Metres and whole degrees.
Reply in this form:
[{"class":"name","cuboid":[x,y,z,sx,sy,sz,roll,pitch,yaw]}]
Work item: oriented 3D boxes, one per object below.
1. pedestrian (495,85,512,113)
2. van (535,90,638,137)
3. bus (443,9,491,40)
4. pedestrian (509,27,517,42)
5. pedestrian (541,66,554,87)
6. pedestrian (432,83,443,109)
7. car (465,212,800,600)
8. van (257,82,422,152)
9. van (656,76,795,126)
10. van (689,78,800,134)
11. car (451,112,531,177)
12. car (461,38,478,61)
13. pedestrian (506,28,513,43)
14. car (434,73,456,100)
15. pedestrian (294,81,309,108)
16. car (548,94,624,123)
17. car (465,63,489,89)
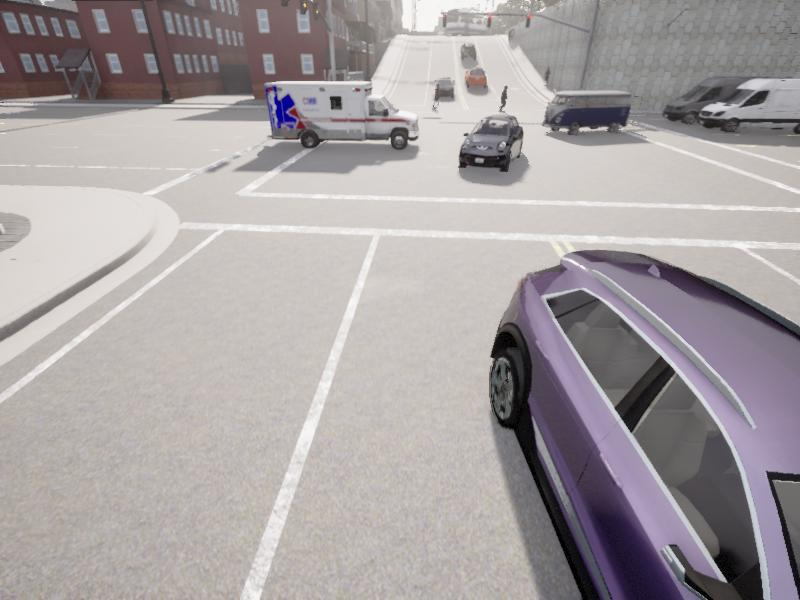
[{"class":"pedestrian","cuboid":[7.781,-15.114,30.045,0.751,1.860,0.751,-6,31,-11]},{"class":"van","cuboid":[9.655,-9.785,20.861,4.442,1.987,1.775,-9,31,-16]},{"class":"bus","cuboid":[13.319,-54.742,79.666,3.944,4.253,10.273,25,38,36]},{"class":"pedestrian","cuboid":[17.474,-41.226,62.099,0.751,1.860,0.751,-1,30,-2]},{"class":"pedestrian","cuboid":[15.577,-23.589,42.213,0.751,1.860,0.751,2,30,3]},{"class":"pedestrian","cuboid":[2.974,-16.334,32.033,0.751,1.860,0.751,3,30,5]},{"class":"car","cuboid":[2.087,1.130,2.491,2.033,1.649,4.856,3,31,-7]},{"class":"van","cuboid":[-2.344,-7.870,17.057,6.366,2.431,2.351,3,30,4]},{"class":"van","cuboid":[19.734,-12.255,24.613,5.915,2.561,1.988,2,30,4]},{"class":"van","cuboid":[19.702,-10.481,21.579,5.915,2.561,1.988,3,30,4]},{"class":"car","cuboid":[3.283,-5.600,14.102,1.845,1.501,3.633,12,33,20]},{"class":"car","cuboid":[9.492,-34.531,55.132,1.932,1.855,4.605,2,43,4]},{"class":"pedestrian","cuboid":[16.761,-40.432,61.221,0.751,1.860,0.751,3,30,5]},{"class":"car","cuboid":[4.350,-20.977,39.250,1.930,1.638,5.238,2,36,4]},{"class":"pedestrian","cuboid":[-7.655,-15.977,31.100,0.751,1.860,0.751,3,30,4]},{"class":"car","cuboid":[12.027,-12.575,26.160,4.193,1.474,1.816,10,32,16]},{"class":"car","cuboid":[8.382,-24.788,44.133,2.097,1.767,4.553,2,39,3]}]
